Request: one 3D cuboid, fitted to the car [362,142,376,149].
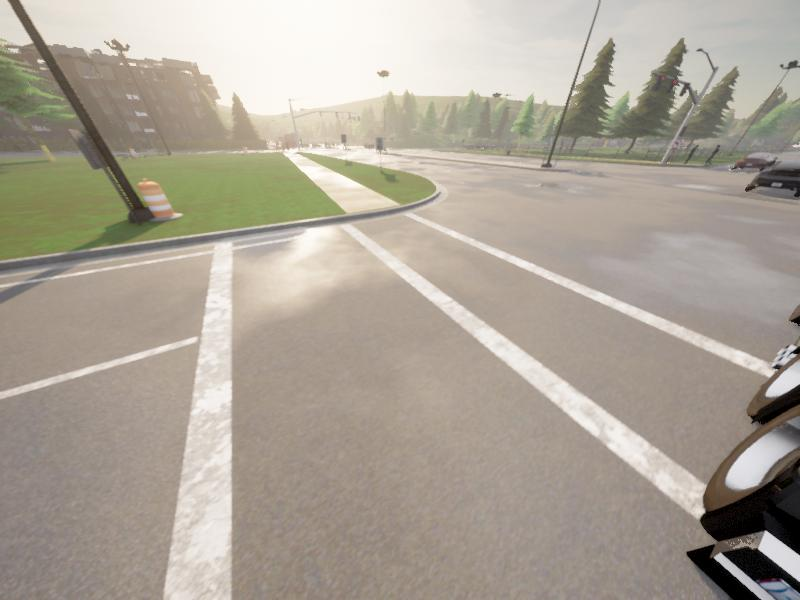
[{"bbox_3d":[-9.205,-45.557,67.989,1.930,1.638,5.238,-18,39,-24],"label":"car"}]

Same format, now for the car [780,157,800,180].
[{"bbox_3d":[31.560,-10.049,17.540,4.181,1.385,1.994,-18,39,-24],"label":"car"}]

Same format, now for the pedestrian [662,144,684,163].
[{"bbox_3d":[31.419,-16.859,26.590,0.751,1.860,0.751,-17,38,-23],"label":"pedestrian"}]

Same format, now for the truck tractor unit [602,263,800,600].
[{"bbox_3d":[5.109,-0.301,0.787,6.516,4.208,3.053,-18,39,-24],"label":"truck tractor unit"}]

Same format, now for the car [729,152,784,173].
[{"bbox_3d":[33.872,-13.141,21.940,4.674,1.442,1.812,-18,39,-24],"label":"car"}]

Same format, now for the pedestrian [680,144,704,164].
[{"bbox_3d":[32.190,-16.099,25.504,0.751,1.860,0.751,-15,38,-21],"label":"pedestrian"}]

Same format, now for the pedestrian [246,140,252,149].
[{"bbox_3d":[-36.931,-38.067,56.470,0.751,1.860,0.751,-20,40,-27],"label":"pedestrian"}]

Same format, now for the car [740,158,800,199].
[{"bbox_3d":[21.172,-6.719,12.548,4.892,1.490,1.837,-18,39,-25],"label":"car"}]

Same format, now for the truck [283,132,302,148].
[{"bbox_3d":[-32.857,-48.788,70.510,2.891,3.827,8.468,-18,39,-25],"label":"truck"}]
